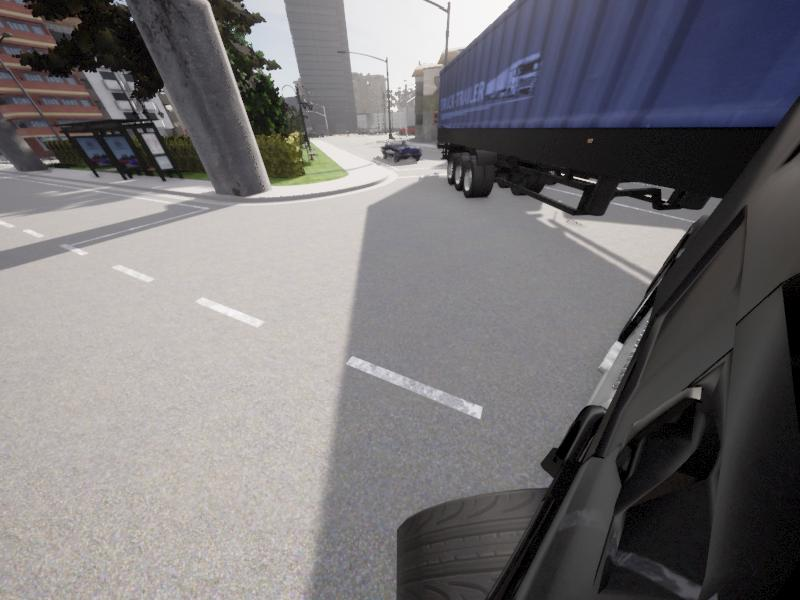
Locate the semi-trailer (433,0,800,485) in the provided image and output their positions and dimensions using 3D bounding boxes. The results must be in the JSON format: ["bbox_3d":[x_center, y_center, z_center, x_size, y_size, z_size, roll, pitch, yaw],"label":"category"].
[{"bbox_3d":[3.659,-4.747,6.025,2.717,4.402,14.254,-4,37,-2],"label":"semi-trailer"}]

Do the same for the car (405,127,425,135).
[{"bbox_3d":[3.940,-45.169,61.795,5.008,1.535,1.882,14,40,21],"label":"car"}]

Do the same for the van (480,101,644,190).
[{"bbox_3d":[6.413,-7.122,10.579,1.988,2.561,5.915,-12,38,-13],"label":"van"}]

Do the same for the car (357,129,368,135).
[{"bbox_3d":[-12.905,-58.112,79.977,1.816,1.474,4.193,15,40,21],"label":"car"}]

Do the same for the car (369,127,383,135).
[{"bbox_3d":[-8.476,-59.186,80.680,2.150,2.045,5.566,15,40,22],"label":"car"}]

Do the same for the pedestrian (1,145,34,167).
[{"bbox_3d":[-39.910,-15.042,24.115,0.751,1.860,0.751,14,40,20],"label":"pedestrian"}]

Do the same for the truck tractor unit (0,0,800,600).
[{"bbox_3d":[2.645,-0.295,0.352,6.516,4.208,3.053,-28,44,-30],"label":"truck tractor unit"}]

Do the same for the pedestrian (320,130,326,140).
[{"bbox_3d":[-17.504,-37.487,52.578,0.751,1.860,0.751,13,40,19],"label":"pedestrian"}]

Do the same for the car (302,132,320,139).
[{"bbox_3d":[-27.507,-50.912,71.349,4.792,1.488,2.163,15,40,23],"label":"car"}]

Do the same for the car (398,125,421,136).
[{"bbox_3d":[2.450,-43.418,59.133,5.566,2.045,2.150,14,40,21],"label":"car"}]

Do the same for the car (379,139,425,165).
[{"bbox_3d":[0.000,-11.432,17.663,1.895,1.301,4.718,-14,39,-15],"label":"car"}]
